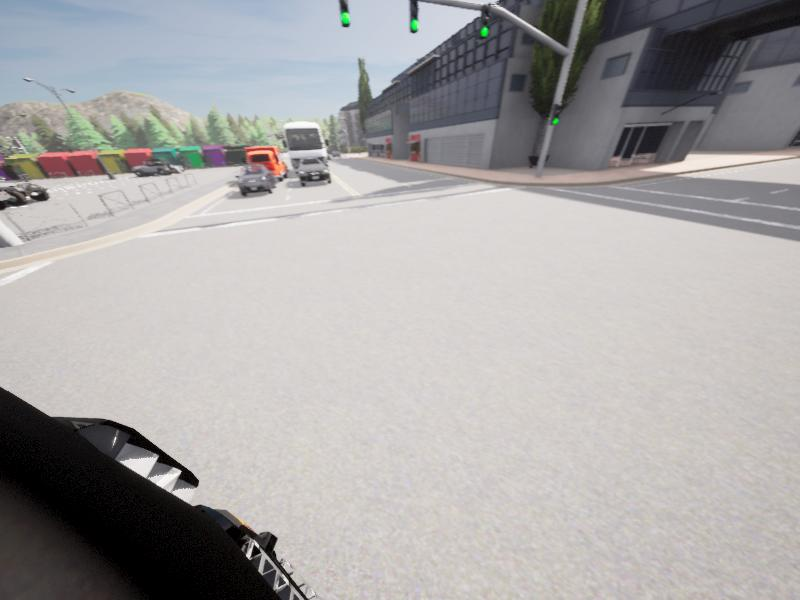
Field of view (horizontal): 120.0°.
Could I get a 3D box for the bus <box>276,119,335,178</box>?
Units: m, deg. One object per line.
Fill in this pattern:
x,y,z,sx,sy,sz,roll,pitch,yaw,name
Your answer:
-9.867,-16.033,24.591,3.944,4.253,10.273,-13,35,-15,bus

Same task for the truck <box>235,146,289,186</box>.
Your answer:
-11.256,-11.399,19.431,2.627,2.467,5.204,-13,35,-15,truck

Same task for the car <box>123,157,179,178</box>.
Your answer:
-30.551,-16.367,28.543,3.866,1.878,1.905,-14,36,-16,car

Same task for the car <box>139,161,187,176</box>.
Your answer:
-31.554,-17.650,30.949,3.806,1.475,1.970,-14,36,-16,car

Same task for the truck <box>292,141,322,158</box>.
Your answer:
-27.560,-44.529,68.529,8.468,3.827,2.891,16,38,26,truck

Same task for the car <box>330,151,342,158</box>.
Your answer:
-16.133,-36.473,57.881,2.033,1.411,5.357,-13,35,-14,car

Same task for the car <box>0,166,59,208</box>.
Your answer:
-23.584,-6.351,13.173,3.866,1.878,1.905,-14,36,-16,car

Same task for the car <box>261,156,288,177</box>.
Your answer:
-13.697,-14.876,25.564,1.801,1.575,5.366,-13,35,-14,car

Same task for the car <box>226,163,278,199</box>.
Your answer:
-8.932,-7.515,14.340,1.845,1.501,3.633,-14,35,-15,car

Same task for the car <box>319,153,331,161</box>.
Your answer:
-15.558,-29.581,47.734,1.895,1.301,4.718,-13,35,-14,car

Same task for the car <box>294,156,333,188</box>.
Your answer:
-6.659,-9.834,17.515,2.152,1.651,5.027,-14,36,-16,car

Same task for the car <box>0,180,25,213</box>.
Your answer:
-22.613,-4.862,10.888,4.605,1.855,1.932,-14,36,-16,car

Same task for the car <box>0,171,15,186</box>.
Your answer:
-47.871,-13.620,26.195,3.905,1.438,1.784,-14,36,-16,car
